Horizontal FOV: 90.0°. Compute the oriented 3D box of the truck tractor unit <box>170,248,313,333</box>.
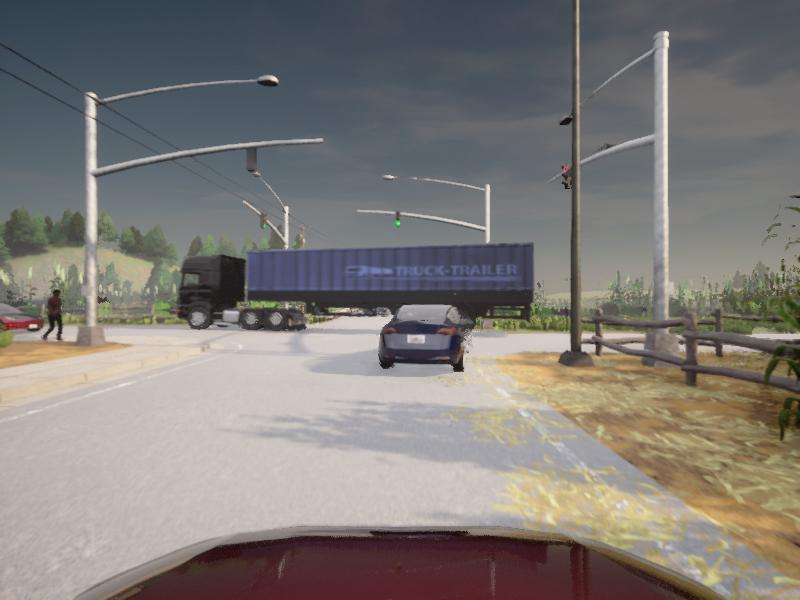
[{"bbox_3d":[-8.463,-0.511,21.836,6.516,4.208,3.053,1,0,8],"label":"truck tractor unit"}]

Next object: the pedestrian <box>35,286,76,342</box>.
[{"bbox_3d":[-11.717,0.469,13.616,0.751,1.860,0.751,0,0,13],"label":"pedestrian"}]

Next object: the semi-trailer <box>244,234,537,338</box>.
[{"bbox_3d":[-0.773,-0.589,20.052,14.254,4.402,2.717,0,0,15],"label":"semi-trailer"}]

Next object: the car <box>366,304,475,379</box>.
[{"bbox_3d":[0.828,0.867,10.682,2.163,1.488,4.792,0,0,12],"label":"car"}]

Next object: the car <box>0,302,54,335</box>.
[{"bbox_3d":[-19.808,0.842,19.130,4.792,1.488,2.163,0,0,3],"label":"car"}]
